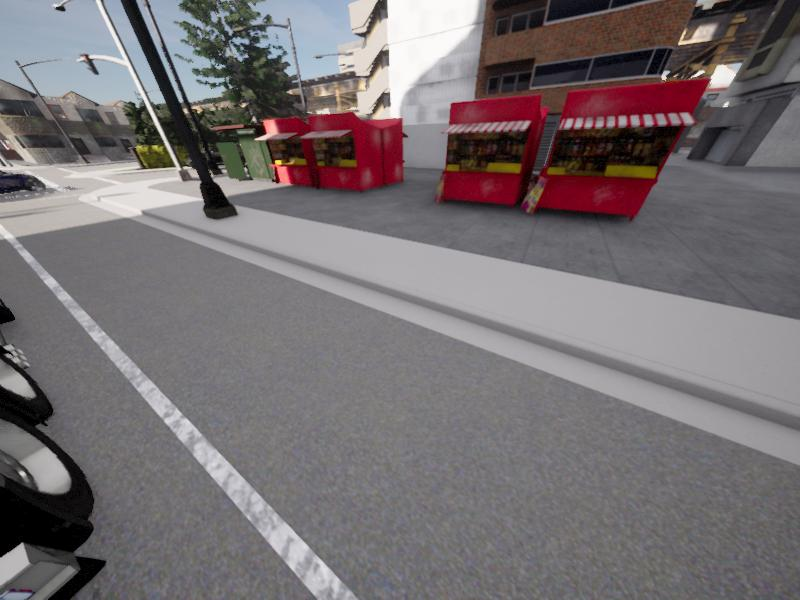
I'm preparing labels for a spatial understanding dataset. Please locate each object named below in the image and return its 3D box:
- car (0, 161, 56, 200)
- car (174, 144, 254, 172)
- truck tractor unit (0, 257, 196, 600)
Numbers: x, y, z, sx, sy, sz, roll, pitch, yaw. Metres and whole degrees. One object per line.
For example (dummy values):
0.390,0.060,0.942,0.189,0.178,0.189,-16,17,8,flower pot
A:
-21.012,-5.834,11.434,2.163,1.488,4.792,-13,36,-17,car
-18.423,-14.382,23.284,2.150,2.045,5.566,18,39,26,car
-5.097,-0.315,0.794,6.516,4.208,3.053,19,39,25,truck tractor unit
